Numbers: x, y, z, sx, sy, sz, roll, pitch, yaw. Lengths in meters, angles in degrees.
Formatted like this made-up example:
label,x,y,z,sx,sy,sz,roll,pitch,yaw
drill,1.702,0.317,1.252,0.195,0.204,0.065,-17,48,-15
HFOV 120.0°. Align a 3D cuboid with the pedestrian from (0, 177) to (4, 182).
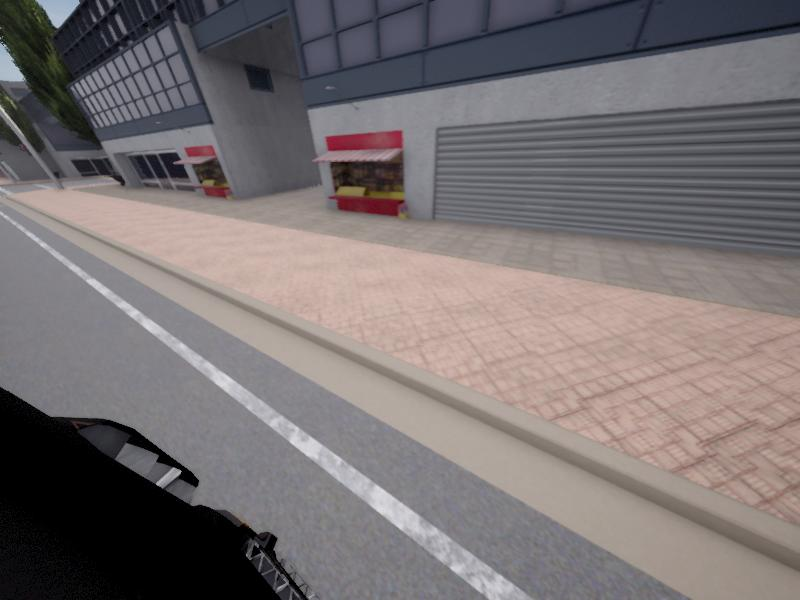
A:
label,x,y,z,sx,sy,sz,roll,pitch,yaw
pedestrian,-55.054,-16.952,31.185,0.751,1.860,0.751,15,38,25
